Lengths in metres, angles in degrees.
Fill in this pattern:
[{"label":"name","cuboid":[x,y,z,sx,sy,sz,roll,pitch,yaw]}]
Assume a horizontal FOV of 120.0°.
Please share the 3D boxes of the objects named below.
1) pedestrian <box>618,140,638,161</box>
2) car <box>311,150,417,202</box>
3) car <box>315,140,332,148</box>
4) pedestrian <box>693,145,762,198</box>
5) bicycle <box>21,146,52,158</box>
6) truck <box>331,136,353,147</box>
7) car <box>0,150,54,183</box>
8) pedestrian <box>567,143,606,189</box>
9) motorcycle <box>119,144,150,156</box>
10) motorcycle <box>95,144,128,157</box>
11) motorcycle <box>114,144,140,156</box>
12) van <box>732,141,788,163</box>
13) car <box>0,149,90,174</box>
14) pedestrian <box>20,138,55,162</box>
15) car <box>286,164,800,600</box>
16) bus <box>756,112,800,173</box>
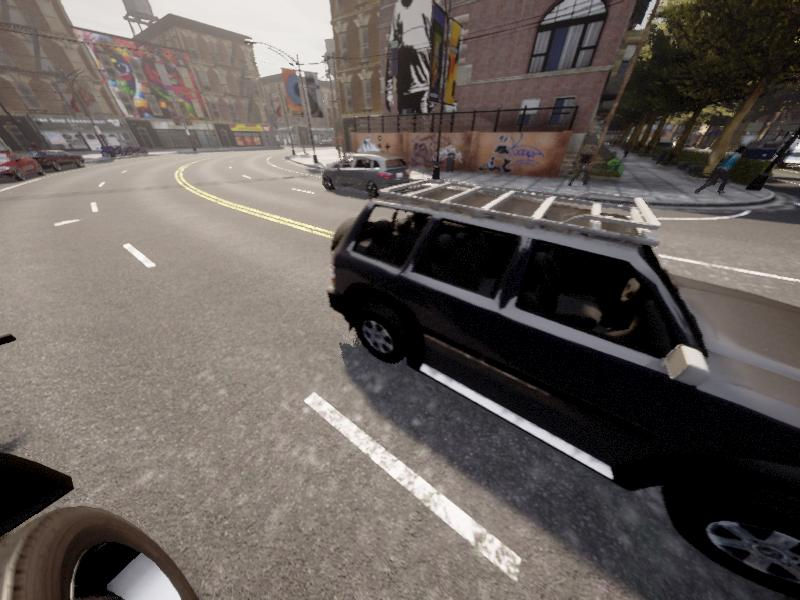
[{"label":"pedestrian","cuboid":[25.203,-16.557,25.598,0.751,1.860,0.751,18,39,23]},{"label":"car","cuboid":[-1.762,-6.188,11.225,4.611,1.667,2.242,24,41,29]},{"label":"car","cuboid":[-20.191,-41.353,61.187,1.970,1.475,3.806,22,41,28]},{"label":"pedestrian","cuboid":[13.766,-5.458,9.806,0.751,1.860,0.751,21,40,27]},{"label":"bicycle","cuboid":[-43.481,-17.721,27.652,0.373,1.024,1.643,13,36,34]},{"label":"truck","cuboid":[-15.382,-42.230,61.519,2.627,2.467,5.204,22,41,28]},{"label":"car","cuboid":[-24.511,-8.311,14.289,2.002,1.452,4.674,-22,41,-28]},{"label":"pedestrian","cuboid":[9.102,-6.576,11.364,0.751,1.860,0.751,16,38,21]},{"label":"motorcycle","cuboid":[-35.594,-20.212,31.006,0.764,1.277,2.356,30,45,35]},{"label":"motorcycle","cuboid":[-35.490,-18.444,28.500,0.867,1.251,2.209,30,45,35]},{"label":"motorcycle","cuboid":[-35.336,-19.431,29.950,0.856,1.236,1.805,30,45,35]},{"label":"van","cuboid":[42.031,-17.443,27.146,1.775,1.987,4.442,22,41,28]},{"label":"car","cuboid":[-27.621,-11.033,18.259,1.895,1.301,4.718,-15,38,-21]},{"label":"pedestrian","cuboid":[-35.083,-14.535,22.392,0.751,1.860,0.751,-10,36,-14]},{"label":"car","cuboid":[1.366,0.004,2.275,4.605,1.855,1.932,24,41,27]},{"label":"bus","cuboid":[34.254,-12.015,17.428,3.944,4.253,10.273,22,39,28]}]
